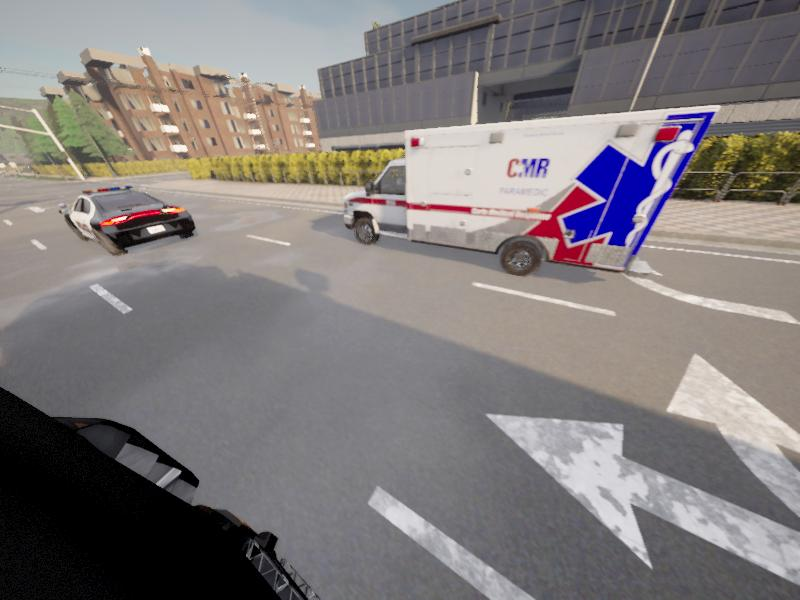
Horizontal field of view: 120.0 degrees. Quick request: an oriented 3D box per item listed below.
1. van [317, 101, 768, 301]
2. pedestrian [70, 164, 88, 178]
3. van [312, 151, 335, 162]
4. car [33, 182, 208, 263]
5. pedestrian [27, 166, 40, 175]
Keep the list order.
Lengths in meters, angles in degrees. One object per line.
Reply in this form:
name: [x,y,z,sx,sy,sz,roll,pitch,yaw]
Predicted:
van: [1.575,-2.358,5.212,6.366,2.431,2.351,16,38,26]
pedestrian: [-51.407,-20.692,36.972,0.751,1.860,0.751,15,38,25]
van: [-18.056,-34.012,54.784,2.069,2.038,4.480,16,38,26]
car: [-8.810,-2.699,7.298,4.974,1.542,2.038,16,38,26]
pedestrian: [-87.415,-30.945,55.092,0.751,1.860,0.751,18,39,28]
